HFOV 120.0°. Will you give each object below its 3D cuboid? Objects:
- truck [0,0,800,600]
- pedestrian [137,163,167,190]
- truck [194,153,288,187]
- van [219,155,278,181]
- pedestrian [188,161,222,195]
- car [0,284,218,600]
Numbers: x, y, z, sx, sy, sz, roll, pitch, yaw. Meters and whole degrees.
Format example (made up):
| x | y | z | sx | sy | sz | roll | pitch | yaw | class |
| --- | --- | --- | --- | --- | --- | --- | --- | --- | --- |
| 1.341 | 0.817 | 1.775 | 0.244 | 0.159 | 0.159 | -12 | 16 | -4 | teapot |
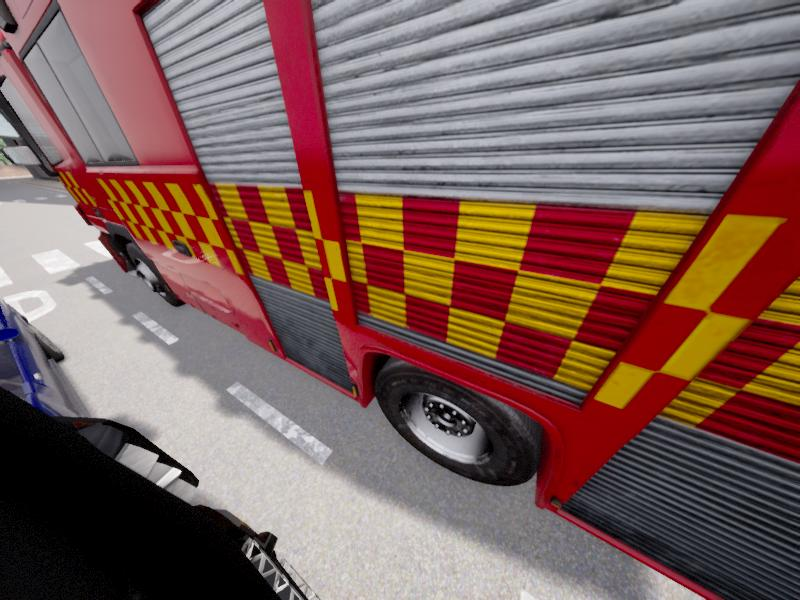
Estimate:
| x | y | z | sx | sy | sz | roll | pitch | yaw | class |
| --- | --- | --- | --- | --- | --- | --- | --- | --- | --- |
| -1.188 | -1.509 | 2.851 | 8.468 | 3.827 | 2.891 | 16 | 38 | 26 | truck |
| -19.966 | -9.957 | 18.653 | 0.751 | 1.860 | 0.751 | 16 | 38 | 26 | pedestrian |
| -13.843 | -11.793 | 20.771 | 2.390 | 2.098 | 6.274 | 16 | 38 | 26 | truck |
| -15.599 | -13.866 | 24.126 | 1.775 | 1.987 | 4.442 | 16 | 38 | 26 | van |
| -12.561 | -7.868 | 14.934 | 0.751 | 1.860 | 0.751 | 15 | 38 | 25 | pedestrian |
| -3.697 | 1.052 | 1.475 | 4.718 | 1.301 | 1.895 | 16 | 38 | 26 | car |
